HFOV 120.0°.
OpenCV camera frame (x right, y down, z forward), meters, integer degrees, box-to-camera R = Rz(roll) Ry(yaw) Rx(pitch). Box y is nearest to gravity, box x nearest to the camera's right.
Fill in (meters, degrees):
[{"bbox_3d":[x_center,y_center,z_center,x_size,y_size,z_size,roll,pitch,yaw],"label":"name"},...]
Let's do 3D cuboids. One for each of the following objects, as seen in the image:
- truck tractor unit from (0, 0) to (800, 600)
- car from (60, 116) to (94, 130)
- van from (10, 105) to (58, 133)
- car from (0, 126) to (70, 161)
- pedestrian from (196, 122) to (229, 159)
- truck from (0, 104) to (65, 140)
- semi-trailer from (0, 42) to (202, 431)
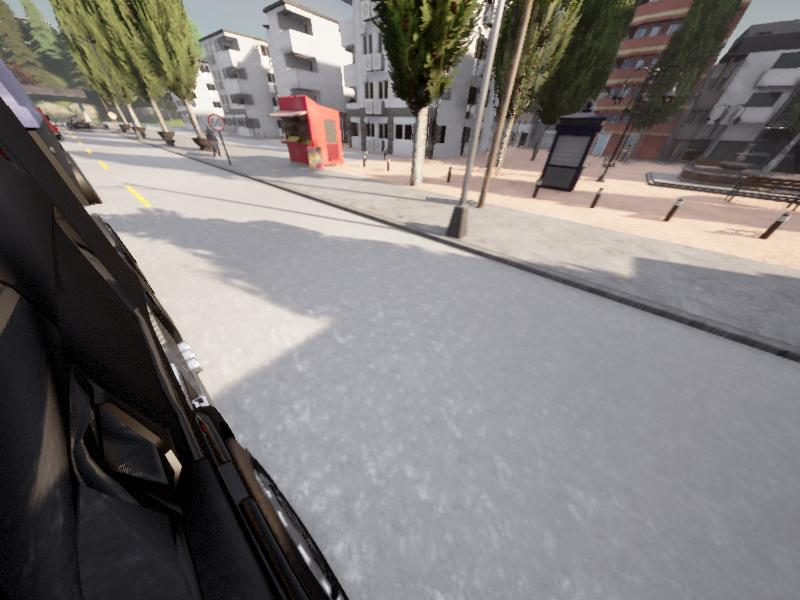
[{"bbox_3d":[-2.645,-0.295,0.351,6.516,4.208,3.053,28,44,30],"label":"truck tractor unit"},{"bbox_3d":[-51.074,-27.966,36.535,4.974,1.542,2.038,23,41,25],"label":"car"},{"bbox_3d":[-44.542,-22.102,28.277,5.915,2.561,1.988,28,44,31],"label":"van"},{"bbox_3d":[-21.347,-9.136,13.379,4.181,1.385,1.994,28,44,30],"label":"car"},{"bbox_3d":[-11.704,-9.972,14.463,0.751,1.860,0.751,20,40,22],"label":"pedestrian"},{"bbox_3d":[-35.000,-16.902,22.005,5.204,2.467,2.627,27,43,31],"label":"truck"},{"bbox_3d":[-8.714,-3.592,4.215,14.254,4.402,2.717,28,44,30],"label":"semi-trailer"}]
